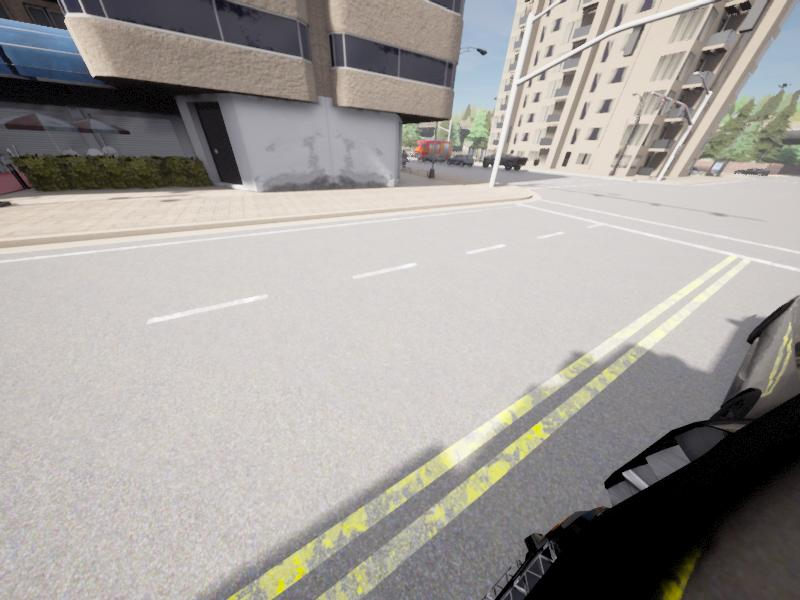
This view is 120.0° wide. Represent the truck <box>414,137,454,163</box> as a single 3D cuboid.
[{"bbox_3d":[6.309,-29.230,44.977,2.891,3.827,8.468,-16,38,-26],"label":"truck"}]

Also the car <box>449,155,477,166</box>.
[{"bbox_3d":[10.675,-23.862,39.453,1.994,1.385,4.181,-16,38,-26],"label":"car"}]

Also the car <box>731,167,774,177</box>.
[{"bbox_3d":[77.976,-28.379,51.201,1.837,1.490,4.892,-16,38,-26],"label":"car"}]

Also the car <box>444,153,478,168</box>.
[{"bbox_3d":[9.293,-21.519,35.584,2.033,1.649,4.856,-16,38,-26],"label":"car"}]

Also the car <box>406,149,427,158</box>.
[{"bbox_3d":[4.182,-37.357,58.989,4.611,1.667,2.242,-16,38,-26],"label":"car"}]

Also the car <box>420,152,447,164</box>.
[{"bbox_3d":[5.775,-24.883,40.484,2.128,1.511,4.902,-16,38,-26],"label":"car"}]

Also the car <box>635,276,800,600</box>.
[{"bbox_3d":[4.392,0.781,1.726,4.514,1.525,2.007,-16,38,-26],"label":"car"}]

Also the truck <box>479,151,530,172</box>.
[{"bbox_3d":[14.873,-20.029,33.344,2.390,2.098,6.274,-16,38,-26],"label":"truck"}]

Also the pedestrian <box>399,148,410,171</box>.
[{"bbox_3d":[0.400,-13.739,22.660,0.751,1.860,0.751,-15,38,-25],"label":"pedestrian"}]
